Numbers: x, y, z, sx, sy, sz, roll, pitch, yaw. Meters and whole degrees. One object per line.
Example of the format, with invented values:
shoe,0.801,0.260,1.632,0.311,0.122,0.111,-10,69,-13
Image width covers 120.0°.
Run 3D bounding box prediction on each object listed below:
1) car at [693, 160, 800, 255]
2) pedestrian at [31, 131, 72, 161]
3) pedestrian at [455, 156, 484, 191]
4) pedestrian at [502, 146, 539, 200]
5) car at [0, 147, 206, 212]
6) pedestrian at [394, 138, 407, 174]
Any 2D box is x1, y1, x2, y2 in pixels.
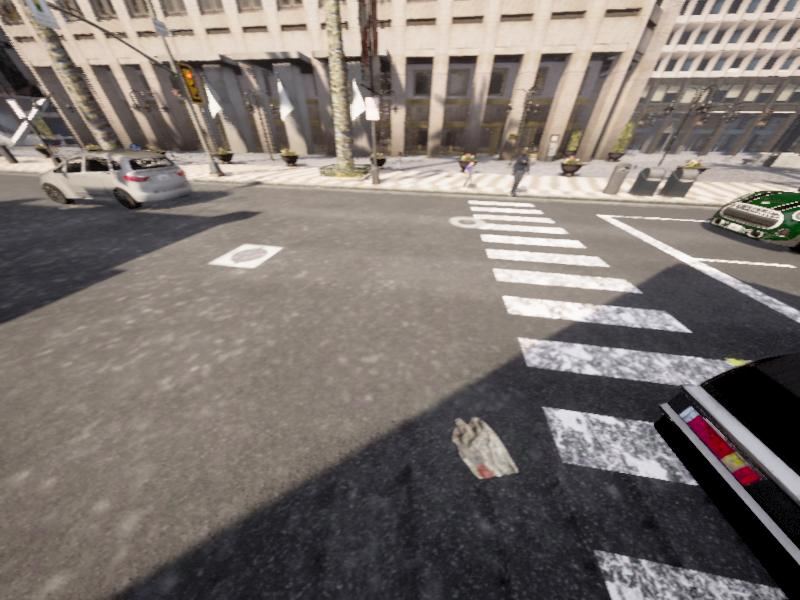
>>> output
car,11.291,-2.208,5.621,4.553,1.767,2.097,6,36,8
pedestrian,-27.164,-12.005,18.043,0.751,1.860,0.751,7,36,9
pedestrian,3.138,-5.800,10.550,0.751,1.300,0.751,-14,38,-19
pedestrian,4.962,-5.289,9.656,0.751,1.860,0.751,9,37,11
car,-10.526,-4.559,8.533,4.611,1.667,2.242,6,36,7
pedestrian,-0.012,-9.034,14.490,0.751,1.860,0.751,-1,36,-3
